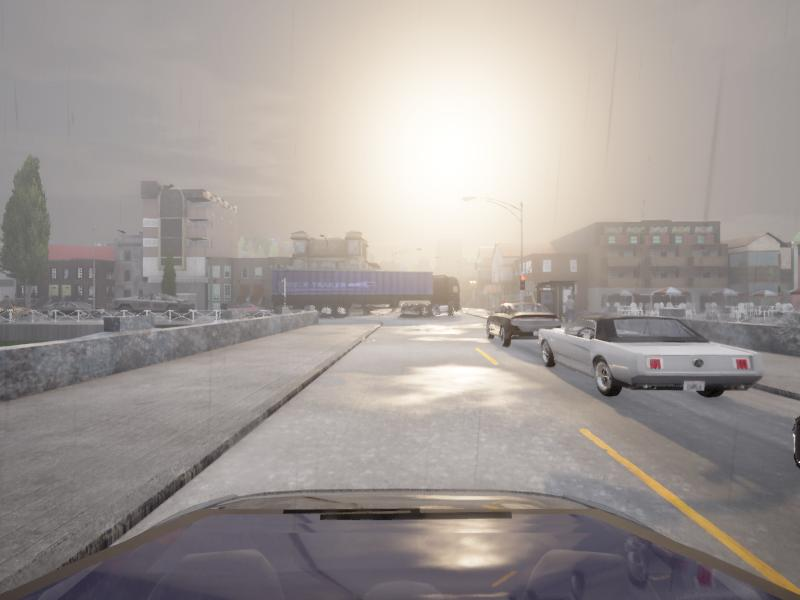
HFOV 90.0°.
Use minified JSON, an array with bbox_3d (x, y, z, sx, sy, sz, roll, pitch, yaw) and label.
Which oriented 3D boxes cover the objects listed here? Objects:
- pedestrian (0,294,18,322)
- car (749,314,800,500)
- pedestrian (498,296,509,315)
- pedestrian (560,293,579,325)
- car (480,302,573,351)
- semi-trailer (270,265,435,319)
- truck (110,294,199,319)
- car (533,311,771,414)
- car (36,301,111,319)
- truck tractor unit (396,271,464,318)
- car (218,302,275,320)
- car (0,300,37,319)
[{"bbox_3d":[-26.424,0.547,26.894,0.751,1.860,0.751,0,0,2],"label":"pedestrian"},{"bbox_3d":[4.079,0.842,1.227,1.837,1.490,4.892,0,-1,2],"label":"car"},{"bbox_3d":[10.341,0.533,39.878,0.751,1.860,0.751,0,0,-44],"label":"pedestrian"},{"bbox_3d":[9.971,0.533,23.574,0.751,1.860,0.751,0,0,-8],"label":"pedestrian"},{"bbox_3d":[4.438,0.836,14.911,2.128,1.511,4.902,0,0,3],"label":"car"},{"bbox_3d":[-4.057,-0.618,35.800,14.254,4.402,2.717,0,0,-16],"label":"semi-trailer"},{"bbox_3d":[-21.283,0.542,34.862,6.274,2.098,2.390,0,0,2],"label":"truck"},{"bbox_3d":[4.303,0.944,7.966,1.895,1.301,4.718,0,0,2],"label":"car"},{"bbox_3d":[-28.550,0.836,35.105,4.902,1.511,2.128,0,0,2],"label":"car"},{"bbox_3d":[3.022,-0.525,38.861,3.053,4.208,6.516,0,1,44],"label":"truck tractor unit"},{"bbox_3d":[-13.028,0.913,34.179,4.181,1.385,1.994,0,0,-7],"label":"car"},{"bbox_3d":[-35.539,0.801,35.340,5.366,1.575,1.801,0,0,2],"label":"car"}]
